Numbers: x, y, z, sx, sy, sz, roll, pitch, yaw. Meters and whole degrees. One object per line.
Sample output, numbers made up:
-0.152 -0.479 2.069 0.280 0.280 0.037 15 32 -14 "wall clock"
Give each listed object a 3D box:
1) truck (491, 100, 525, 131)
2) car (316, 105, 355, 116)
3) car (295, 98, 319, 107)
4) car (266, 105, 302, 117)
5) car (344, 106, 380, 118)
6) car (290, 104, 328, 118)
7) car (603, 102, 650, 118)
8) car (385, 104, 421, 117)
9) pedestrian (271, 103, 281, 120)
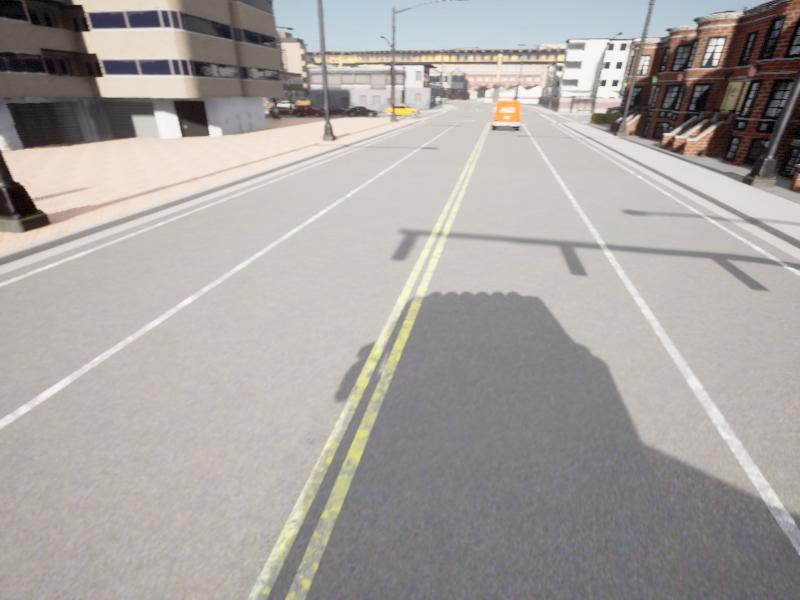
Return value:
10.214 -17.643 38.123 2.627 2.467 5.204 6 28 11 "truck"
-9.822 -28.781 60.867 5.357 1.411 2.033 5 28 10 "car"
-21.806 -46.257 93.708 5.027 1.636 2.152 6 28 10 "car"
-18.068 -29.486 62.386 4.792 1.488 2.163 5 28 11 "car"
-5.379 -26.774 56.873 4.674 1.442 1.812 5 28 10 "car"
-13.186 -27.529 58.264 4.856 1.649 2.033 5 28 10 "car"
34.828 -29.398 61.722 5.566 2.045 2.150 7 28 12 "car"
0.454 -27.927 58.966 5.008 1.535 1.882 6 28 10 "car"
-15.313 -23.344 49.513 0.751 1.860 0.751 2 27 4 "pedestrian"
